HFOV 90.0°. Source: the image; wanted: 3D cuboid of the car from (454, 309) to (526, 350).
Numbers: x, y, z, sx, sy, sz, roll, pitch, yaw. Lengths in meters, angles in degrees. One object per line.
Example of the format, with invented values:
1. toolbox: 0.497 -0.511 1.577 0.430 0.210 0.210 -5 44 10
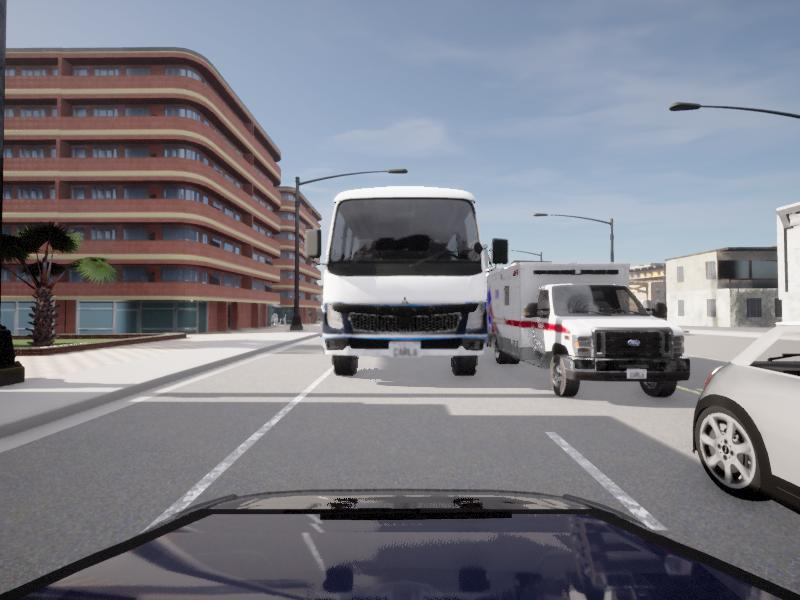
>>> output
1. car: 3.517 1.107 16.510 1.812 1.442 4.674 0 -2 -1

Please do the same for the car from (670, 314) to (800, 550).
1. car: 3.537 0.858 1.899 1.970 1.475 3.806 0 0 1

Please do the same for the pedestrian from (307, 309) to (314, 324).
1. pedestrian: -10.836 2.001 48.245 0.751 1.860 0.751 0 -1 -6

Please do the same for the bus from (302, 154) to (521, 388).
1. bus: 0.267 -0.388 12.397 3.944 4.253 10.273 0 -2 1

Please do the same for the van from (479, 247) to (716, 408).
1. van: 3.611 0.459 9.232 2.351 2.431 6.366 0 -1 1
